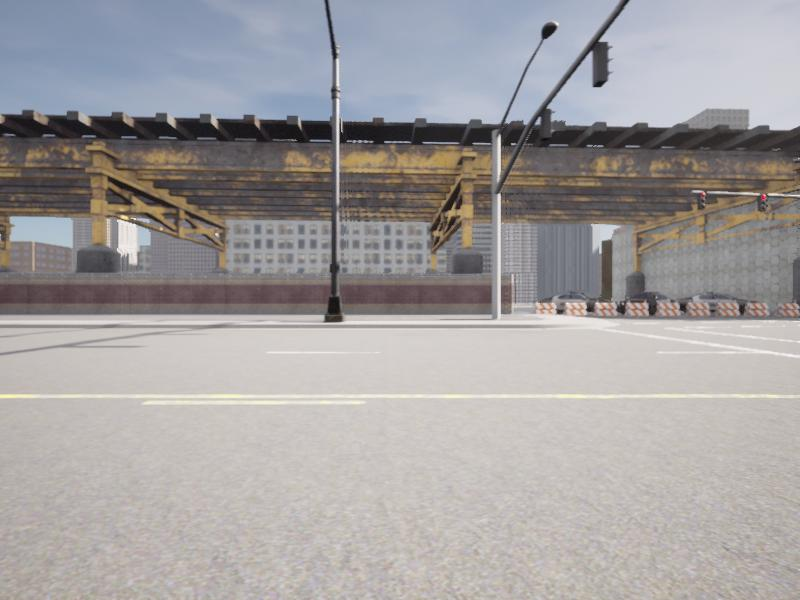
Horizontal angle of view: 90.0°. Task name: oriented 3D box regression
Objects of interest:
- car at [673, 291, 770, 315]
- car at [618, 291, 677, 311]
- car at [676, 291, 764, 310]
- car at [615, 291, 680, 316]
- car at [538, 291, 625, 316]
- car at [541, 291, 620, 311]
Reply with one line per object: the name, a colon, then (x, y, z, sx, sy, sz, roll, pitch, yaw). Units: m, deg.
car: (22.084, 0.210, 27.770, 4.974, 1.542, 2.038, 0, 0, 28)
car: (16.763, 0.049, 26.986, 4.536, 1.218, 1.853, 0, 0, -37)
car: (22.039, 0.053, 27.794, 4.536, 1.218, 1.853, 0, 0, 28)
car: (16.721, 0.207, 26.955, 4.974, 1.542, 2.038, 0, 0, -37)
car: (12.113, 0.204, 26.923, 4.974, 1.542, 2.038, 0, 0, 43)
car: (12.075, 0.046, 26.958, 4.536, 1.218, 1.853, 0, 0, 43)
